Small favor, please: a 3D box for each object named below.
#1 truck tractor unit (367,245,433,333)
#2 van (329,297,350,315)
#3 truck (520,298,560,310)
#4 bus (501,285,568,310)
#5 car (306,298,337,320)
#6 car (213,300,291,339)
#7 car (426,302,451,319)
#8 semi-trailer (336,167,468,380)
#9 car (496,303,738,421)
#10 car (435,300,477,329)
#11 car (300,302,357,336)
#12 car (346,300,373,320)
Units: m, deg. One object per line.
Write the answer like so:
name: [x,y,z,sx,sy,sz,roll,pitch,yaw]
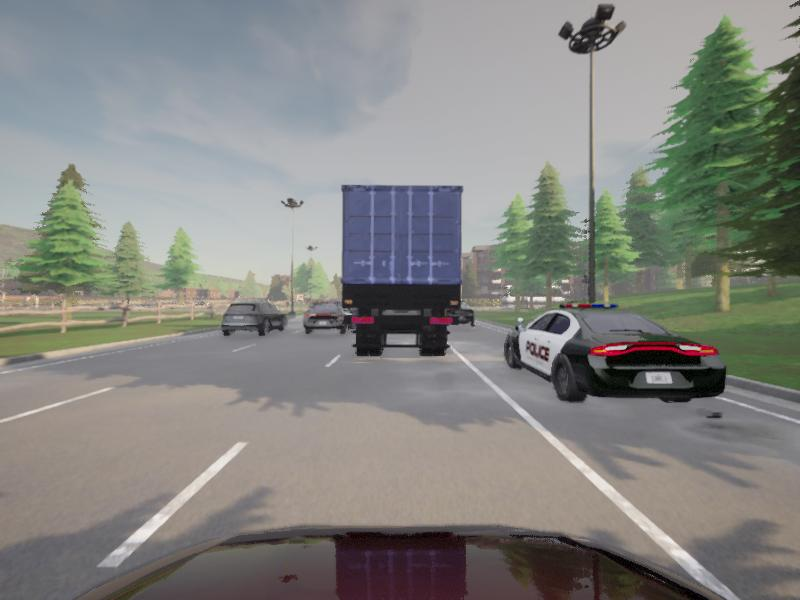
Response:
truck tractor unit: [-0.019,-0.489,23.382,3.053,4.208,6.516,-3,-1,0]
van: [-7.053,0.699,46.663,1.775,1.987,4.442,0,0,0]
truck: [25.239,0.698,72.264,6.274,2.098,2.390,0,0,0]
bus: [23.019,-0.386,68.864,10.273,4.253,3.944,0,0,0]
car: [-7.042,0.734,36.427,1.932,1.855,4.605,0,0,0]
car: [-7.022,0.822,19.627,2.033,1.649,4.856,0,0,0]
car: [3.451,0.949,36.634,1.812,1.442,4.674,0,0,0]
semi-trailer: [0.048,-0.592,15.433,2.717,4.402,14.254,0,0,0]
car: [3.493,0.846,7.832,2.038,1.542,4.974,0,0,0]
car: [3.471,0.826,25.597,1.930,1.638,5.238,0,0,0]
car: [-3.522,0.869,20.683,2.038,1.542,4.974,0,0,0]
car: [-3.542,0.849,36.073,1.930,1.638,5.238,0,0,0]
